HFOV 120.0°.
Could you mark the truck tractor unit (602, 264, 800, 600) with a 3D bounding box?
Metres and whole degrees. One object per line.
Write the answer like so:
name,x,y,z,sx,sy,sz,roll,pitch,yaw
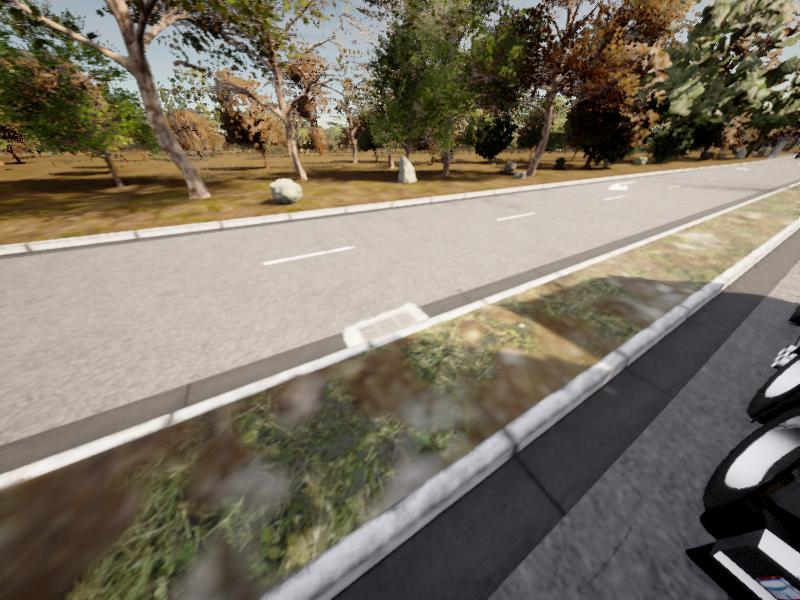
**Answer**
truck tractor unit,5.115,-0.294,0.786,6.516,4.208,3.053,-18,39,-24
